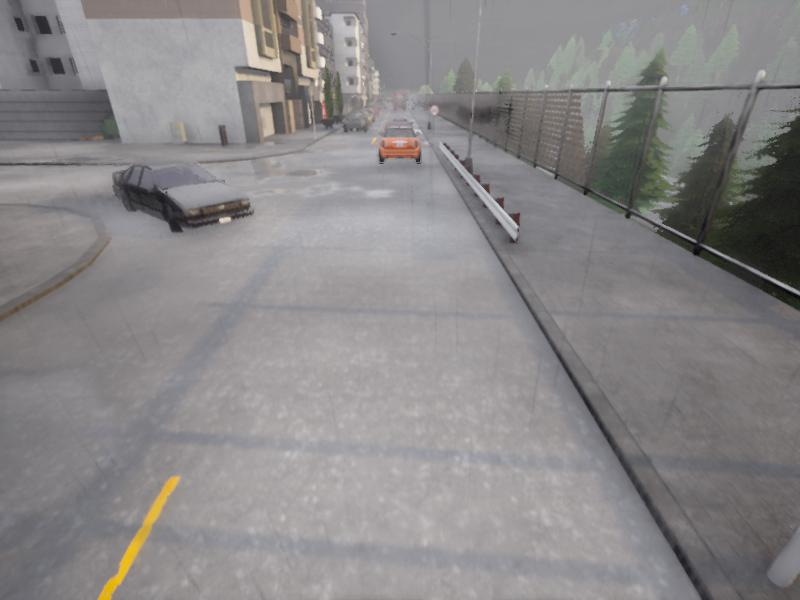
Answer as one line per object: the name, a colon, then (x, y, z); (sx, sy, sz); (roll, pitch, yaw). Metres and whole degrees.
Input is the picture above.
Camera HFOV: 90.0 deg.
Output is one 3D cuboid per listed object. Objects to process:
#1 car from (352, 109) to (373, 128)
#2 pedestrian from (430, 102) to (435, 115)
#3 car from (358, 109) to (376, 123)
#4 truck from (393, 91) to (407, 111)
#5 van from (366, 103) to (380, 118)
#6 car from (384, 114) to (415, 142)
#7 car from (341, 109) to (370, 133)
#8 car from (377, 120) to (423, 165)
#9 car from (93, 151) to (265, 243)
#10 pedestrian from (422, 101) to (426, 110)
car: (-4.022, -19.739, 43.417); (1.801, 1.575, 5.366); (0, 27, 0)
pedestrian: (5.121, -30.404, 63.631); (0.751, 1.860, 0.751); (1, 27, 2)
car: (-4.024, -22.844, 49.588); (1.970, 1.475, 3.806); (0, 27, 0)
truck: (-0.052, -43.758, 87.801); (2.891, 3.827, 8.468); (0, 27, 0)
van: (-4.034, -28.348, 59.760); (1.775, 1.987, 4.442); (0, 27, 0)
car: (-0.023, -13.280, 30.771); (2.152, 1.651, 5.027); (0, 27, 1)
car: (-4.017, -16.587, 37.036); (2.097, 1.767, 4.553); (0, 27, 0)
car: (-0.006, -8.355, 20.977); (2.097, 1.767, 4.553); (0, 27, 0)
car: (-6.266, -3.088, 11.142); (5.357, 1.411, 2.033); (21, 34, 35)
pedestrian: (5.132, -41.026, 84.352); (0.751, 1.860, 0.751); (0, 27, 0)
